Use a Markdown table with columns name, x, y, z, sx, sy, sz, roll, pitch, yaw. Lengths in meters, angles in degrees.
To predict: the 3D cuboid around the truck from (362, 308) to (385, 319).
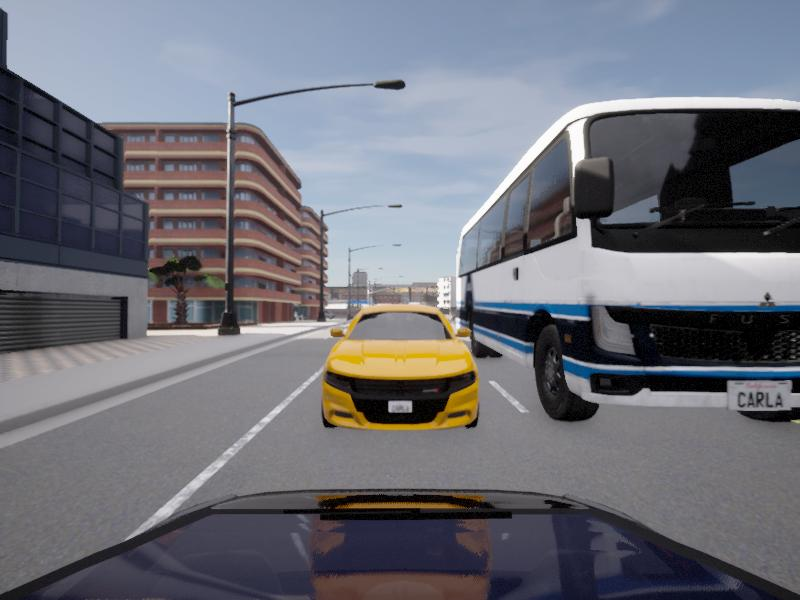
| name | x | y | z | sx | sy | sz | roll | pitch | yaw |
| --- | --- | --- | --- | --- | --- | --- | --- | --- | --- |
| truck | -5.984 | 3.096 | 89.823 | 5.204 | 2.467 | 2.627 | 0 | -2 | -5 |

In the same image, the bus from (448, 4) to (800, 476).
| name | x | y | z | sx | sy | sz | roll | pitch | yaw |
| --- | --- | --- | --- | --- | --- | --- | --- | --- | --- |
| bus | 3.625 | -0.546 | 8.745 | 3.944 | 4.253 | 10.273 | 0 | 0 | 0 |

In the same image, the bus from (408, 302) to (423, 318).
| name | x | y | z | sx | sy | sz | roll | pitch | yaw |
| --- | --- | --- | --- | --- | --- | --- | --- | --- | --- |
| bus | 4.334 | 2.829 | 113.513 | 3.944 | 4.253 | 10.273 | 0 | -2 | 0 |

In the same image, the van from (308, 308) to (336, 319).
| name | x | y | z | sx | sy | sz | roll | pitch | yaw |
| --- | --- | --- | --- | --- | --- | --- | --- | --- | --- |
| van | -17.441 | 3.034 | 89.544 | 5.915 | 2.561 | 1.988 | 0 | -2 | -1 |

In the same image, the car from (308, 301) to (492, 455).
| name | x | y | z | sx | sy | sz | roll | pitch | yaw |
| --- | --- | --- | --- | --- | --- | --- | --- | --- | --- |
| car | 0.004 | 0.811 | 6.598 | 1.882 | 1.535 | 5.008 | 0 | 0 | 0 |
